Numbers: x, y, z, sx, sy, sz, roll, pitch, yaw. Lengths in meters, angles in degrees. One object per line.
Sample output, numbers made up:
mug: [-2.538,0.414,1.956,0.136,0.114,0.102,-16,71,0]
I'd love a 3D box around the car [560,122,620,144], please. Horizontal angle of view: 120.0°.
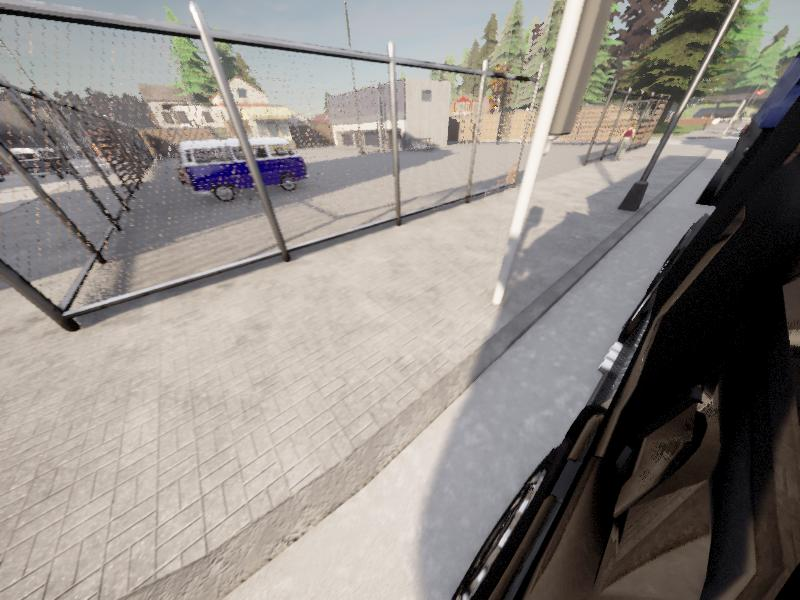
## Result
car: [21.453,-19.023,26.280,1.932,1.855,4.605,-28,44,-30]

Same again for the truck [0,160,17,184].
truck: [-30.053,-9.079,14.538,2.891,3.827,8.468,-28,43,-30]

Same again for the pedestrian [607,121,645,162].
pedestrian: [12.815,-8.982,13.125,0.751,1.860,0.751,-28,43,-30]

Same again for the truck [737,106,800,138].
truck: [38.536,-18.690,24.262,5.204,2.467,2.627,-28,44,-30]

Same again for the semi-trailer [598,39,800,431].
semi-trailer: [8.693,-3.602,4.243,14.254,4.402,2.717,-28,44,-30]

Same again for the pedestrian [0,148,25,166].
pedestrian: [-49.220,-18.107,29.304,0.751,1.860,0.751,-29,44,-31]

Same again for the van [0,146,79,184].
van: [-27.769,-10.556,17.869,2.069,2.038,4.480,-28,43,-30]

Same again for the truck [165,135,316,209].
truck: [-6.328,-5.527,9.657,4.478,2.038,2.069,-28,44,-30]

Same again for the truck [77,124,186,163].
truck: [-35.426,-21.282,31.269,2.891,3.827,8.468,12,39,18]

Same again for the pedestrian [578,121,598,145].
pedestrian: [18.432,-16.370,22.699,0.751,1.860,0.751,-30,44,-31]

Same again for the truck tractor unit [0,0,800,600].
truck tractor unit: [2.645,-0.295,0.352,6.516,4.208,3.053,-28,44,-30]

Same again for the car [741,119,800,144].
car: [32.191,-13.598,18.643,4.892,1.490,1.837,9,40,15]

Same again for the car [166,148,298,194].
car: [-8.734,-7.078,12.415,5.357,1.415,2.033,-28,44,-30]
